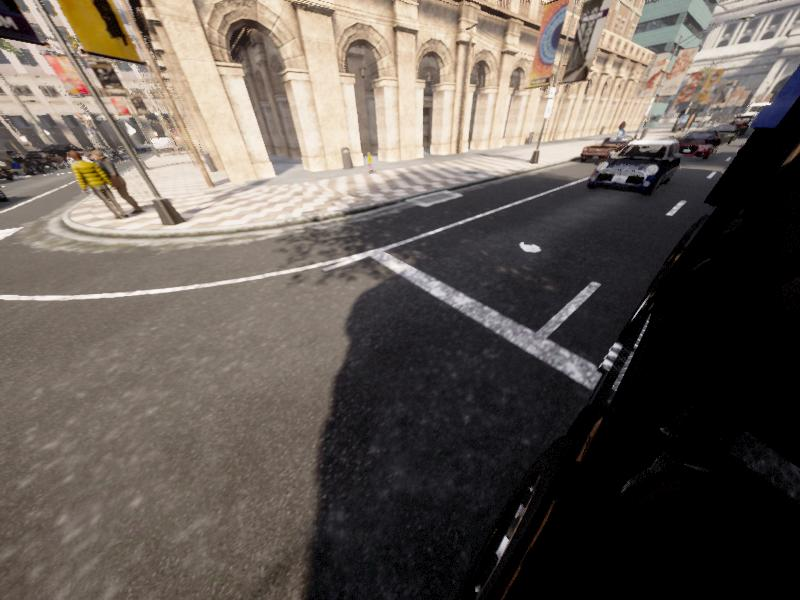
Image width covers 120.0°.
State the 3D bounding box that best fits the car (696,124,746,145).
[{"bbox_3d":[29.162,-15.039,20.981,4.181,1.385,1.994,-26,43,-29],"label":"car"}]

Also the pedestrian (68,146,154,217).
[{"bbox_3d":[-9.005,-3.731,7.339,0.751,1.860,0.751,-20,40,-22],"label":"pedestrian"}]

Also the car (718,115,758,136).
[{"bbox_3d":[40.898,-21.084,27.975,3.866,1.878,1.905,-26,43,-29],"label":"car"}]

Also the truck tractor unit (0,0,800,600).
[{"bbox_3d":[2.645,-0.295,0.351,6.516,4.208,3.053,-28,44,-30],"label":"truck tractor unit"}]

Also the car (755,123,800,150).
[{"bbox_3d":[29.159,-12.397,17.405,5.357,1.411,2.033,-26,43,-29],"label":"car"}]

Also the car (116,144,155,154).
[{"bbox_3d":[-54.373,-31.170,47.594,2.163,1.488,4.792,10,38,16],"label":"car"}]

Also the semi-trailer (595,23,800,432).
[{"bbox_3d":[8.840,-3.492,4.102,14.254,4.402,2.717,-26,43,-28],"label":"semi-trailer"}]

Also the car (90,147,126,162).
[{"bbox_3d":[-40.889,-20.505,32.507,2.033,1.411,5.357,-26,42,-28],"label":"car"}]

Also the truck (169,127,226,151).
[{"bbox_3d":[-44.639,-35.752,51.202,8.468,3.827,2.891,-28,43,-30],"label":"truck"}]

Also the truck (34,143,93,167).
[{"bbox_3d":[-42.634,-18.661,29.538,2.390,2.098,6.274,-26,43,-28],"label":"truck"}]

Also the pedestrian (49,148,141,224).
[{"bbox_3d":[-8.887,-3.346,6.815,0.751,1.860,0.751,23,43,30],"label":"pedestrian"}]

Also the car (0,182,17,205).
[{"bbox_3d":[-18.796,-4.503,9.233,1.932,1.855,4.605,-28,42,-30],"label":"car"}]

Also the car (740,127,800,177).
[{"bbox_3d":[17.837,-6.823,10.469,4.974,1.542,2.038,-26,43,-29],"label":"car"}]

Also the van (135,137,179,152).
[{"bbox_3d":[-54.996,-35.422,52.548,6.366,2.431,2.351,-26,43,-28],"label":"van"}]

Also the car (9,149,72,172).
[{"bbox_3d":[-37.613,-14.767,24.382,1.930,1.638,5.238,-26,43,-28],"label":"car"}]

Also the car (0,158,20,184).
[{"bbox_3d":[-29.751,-8.934,16.202,1.816,1.474,4.193,-26,43,-29],"label":"car"}]

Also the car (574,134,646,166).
[{"bbox_3d":[13.447,-9.669,14.748,4.718,1.301,1.895,-27,43,-29],"label":"car"}]

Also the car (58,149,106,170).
[{"bbox_3d":[-32.737,-14.558,23.902,1.845,1.501,3.633,-26,43,-28],"label":"car"}]

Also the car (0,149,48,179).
[{"bbox_3d":[-33.408,-11.795,19.920,1.905,1.878,3.866,-26,43,-28],"label":"car"}]

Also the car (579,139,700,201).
[{"bbox_3d":[8.885,-5.010,8.608,3.806,1.475,1.970,-26,43,-29],"label":"car"}]

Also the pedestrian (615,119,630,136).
[{"bbox_3d":[31.237,-24.223,32.507,0.751,1.860,0.751,-29,44,-31],"label":"pedestrian"}]

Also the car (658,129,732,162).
[{"bbox_3d":[18.530,-9.757,14.509,4.181,1.385,1.994,-27,43,-29],"label":"car"}]

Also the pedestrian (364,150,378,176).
[{"bbox_3d":[-1.528,-7.336,12.381,0.500,1.100,0.500,-18,39,-19],"label":"pedestrian"}]

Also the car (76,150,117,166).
[{"bbox_3d":[-36.417,-17.184,27.852,1.895,1.301,4.718,-26,43,-28],"label":"car"}]
